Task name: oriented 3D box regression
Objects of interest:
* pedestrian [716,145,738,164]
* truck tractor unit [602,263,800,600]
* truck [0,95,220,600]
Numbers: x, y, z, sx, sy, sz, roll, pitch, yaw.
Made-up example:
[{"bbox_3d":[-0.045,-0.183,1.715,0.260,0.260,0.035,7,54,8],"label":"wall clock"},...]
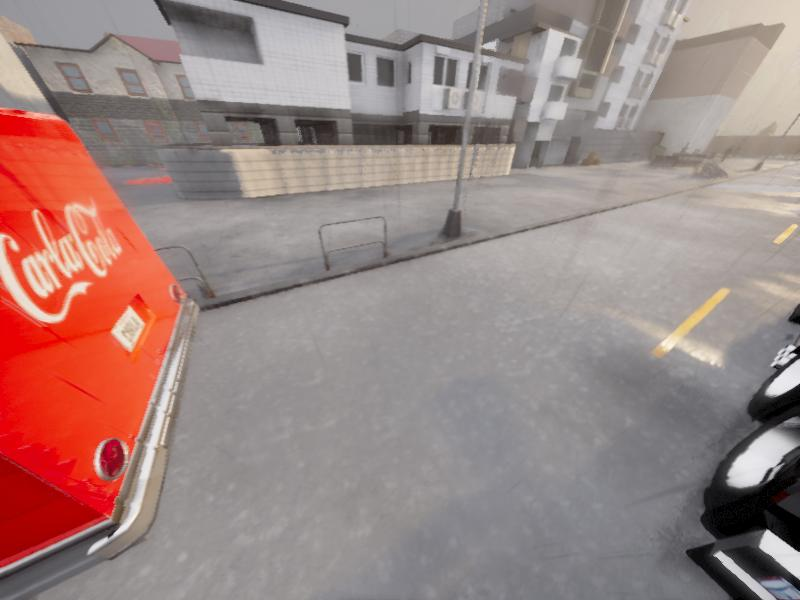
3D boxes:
[{"bbox_3d":[39.706,-17.687,28.033,0.751,1.860,0.751,-26,42,-32],"label":"pedestrian"},{"bbox_3d":[5.115,-0.293,0.788,6.516,4.208,3.053,-18,39,-24],"label":"truck tractor unit"},{"bbox_3d":[-4.203,0.816,0.636,5.204,2.467,2.627,-18,39,-24],"label":"truck"}]
